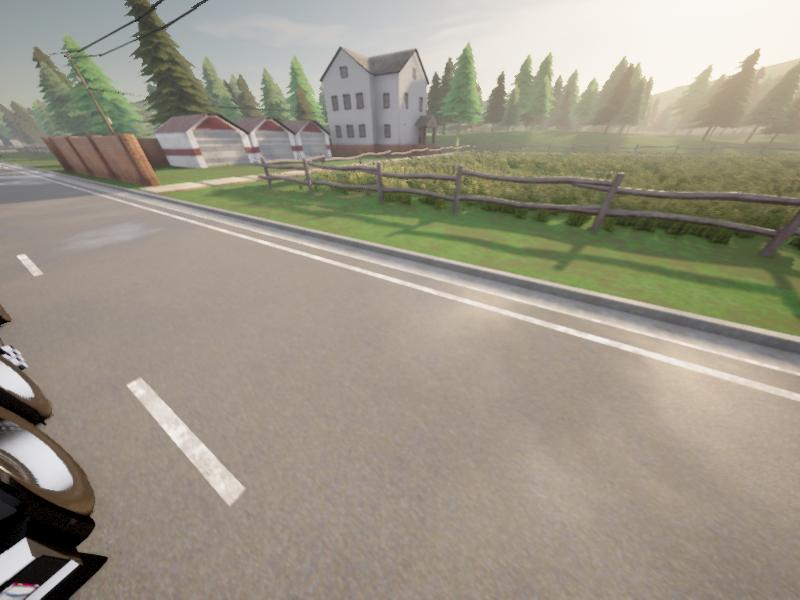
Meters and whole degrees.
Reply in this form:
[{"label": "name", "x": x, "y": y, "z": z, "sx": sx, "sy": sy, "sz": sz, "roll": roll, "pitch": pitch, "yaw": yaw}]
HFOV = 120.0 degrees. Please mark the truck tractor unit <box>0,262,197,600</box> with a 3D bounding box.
[{"label": "truck tractor unit", "x": -5.112, "y": -0.298, "z": 0.786, "sx": 6.516, "sy": 4.208, "sz": 3.053, "roll": 18, "pitch": 39, "yaw": 24}]
